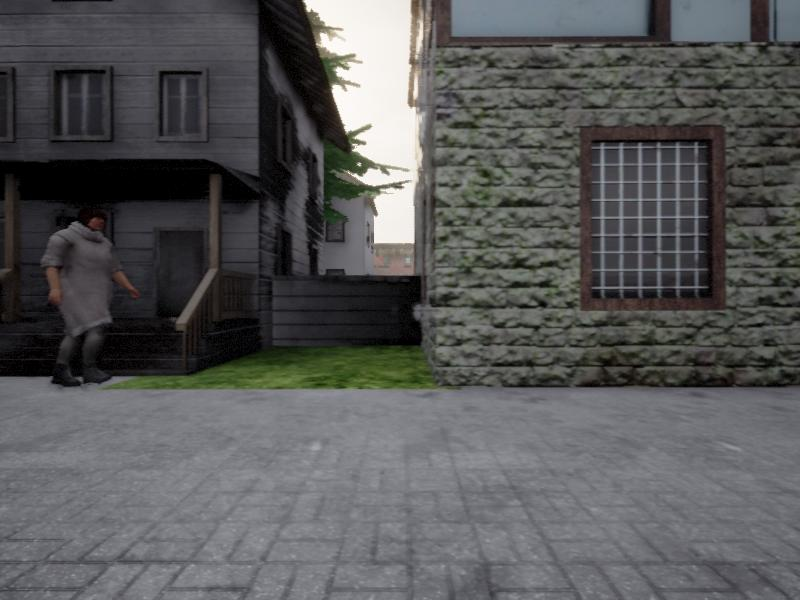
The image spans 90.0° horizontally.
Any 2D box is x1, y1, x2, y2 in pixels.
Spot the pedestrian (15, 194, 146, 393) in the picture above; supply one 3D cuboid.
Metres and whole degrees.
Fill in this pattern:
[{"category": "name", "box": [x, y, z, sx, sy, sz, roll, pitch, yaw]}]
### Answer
[{"category": "pedestrian", "box": [-3.229, -0.063, 4.118, 0.751, 1.860, 0.751, 0, 0, 2]}]
